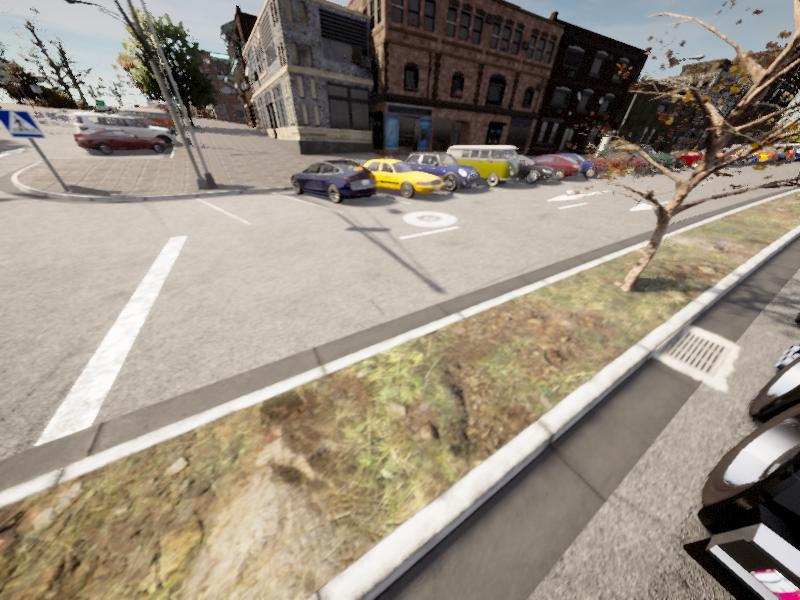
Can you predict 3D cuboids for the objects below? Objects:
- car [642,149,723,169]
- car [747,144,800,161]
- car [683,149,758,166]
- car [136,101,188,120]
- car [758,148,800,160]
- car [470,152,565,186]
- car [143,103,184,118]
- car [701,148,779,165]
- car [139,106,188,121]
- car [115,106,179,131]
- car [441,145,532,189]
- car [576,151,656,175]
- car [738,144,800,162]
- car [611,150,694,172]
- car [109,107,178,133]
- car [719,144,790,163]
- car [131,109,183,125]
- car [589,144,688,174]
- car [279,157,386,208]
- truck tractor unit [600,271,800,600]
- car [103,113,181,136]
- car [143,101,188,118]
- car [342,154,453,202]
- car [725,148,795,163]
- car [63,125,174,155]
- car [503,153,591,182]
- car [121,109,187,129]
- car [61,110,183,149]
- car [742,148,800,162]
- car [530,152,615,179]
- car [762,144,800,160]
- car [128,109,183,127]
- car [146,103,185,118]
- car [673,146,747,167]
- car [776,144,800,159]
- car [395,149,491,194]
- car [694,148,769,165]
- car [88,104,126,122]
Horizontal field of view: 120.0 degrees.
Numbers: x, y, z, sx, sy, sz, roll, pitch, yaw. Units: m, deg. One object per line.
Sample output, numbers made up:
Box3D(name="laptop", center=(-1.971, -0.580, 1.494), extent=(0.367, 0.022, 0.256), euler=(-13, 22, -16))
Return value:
Box3D(name="car", center=(29.156, -14.773, 24.098), extent=(5.008, 1.535, 2.097), euler=(29, 44, 35))
Box3D(name="car", center=(56.696, -21.840, 34.090), extent=(2.435, 2.045, 5.566), euler=(-28, 43, -34))
Box3D(name="car", center=(37.402, -16.885, 27.220), extent=(2.231, 1.521, 4.892), euler=(-29, 44, -35))
Box3D(name="car", center=(-42.024, -33.558, 40.979), extent=(2.435, 2.045, 5.566), euler=(27, 42, 24))
Box3D(name="car", center=(59.476, -22.293, 35.206), extent=(2.097, 1.535, 5.008), euler=(-28, 43, -35))
Box3D(name="car", center=(7.519, -8.730, 15.197), extent=(4.892, 1.521, 2.231), euler=(27, 42, 33))
Box3D(name="car", center=(-43.773, -35.133, 42.924), extent=(2.185, 1.767, 4.553), euler=(26, 42, 24))
Box3D(name="car", center=(42.778, -18.339, 29.361), extent=(1.946, 1.575, 5.366), euler=(-29, 43, -35))
Box3D(name="car", center=(-40.217, -31.798, 39.415), extent=(1.946, 1.575, 5.366), euler=(27, 42, 24))
Box3D(name="car", center=(-30.243, -21.820, 27.849), extent=(1.878, 1.987, 4.442), euler=(28, 43, 25))
Box3D(name="car", center=(4.944, -8.074, 13.829), extent=(4.442, 1.987, 1.878), euler=(27, 42, 33))
Box3D(name="car", center=(18.273, -11.791, 19.771), extent=(4.674, 1.452, 2.002), euler=(28, 43, 35))
Box3D(name="car", center=(51.282, -20.426, 32.047), extent=(1.878, 1.987, 4.442), euler=(-28, 43, -35))
Box3D(name="car", center=(23.698, -13.324, 21.960), extent=(5.008, 1.535, 2.097), euler=(28, 43, 35))
Box3D(name="car", center=(-28.560, -20.144, 25.969), extent=(1.878, 1.987, 4.442), euler=(28, 43, 25))
Box3D(name="car", center=(45.755, -19.081, 30.060), extent=(1.878, 1.987, 4.442), euler=(-28, 43, -35))
Box3D(name="car", center=(-35.253, -26.685, 33.722), extent=(2.002, 1.452, 4.674), euler=(27, 42, 25))
Box3D(name="car", center=(21.007, -12.777, 20.706), extent=(5.566, 2.045, 2.435), euler=(28, 43, 35))
Box3D(name="car", center=(-3.143, -5.556, 10.589), extent=(4.792, 1.488, 2.163), euler=(26, 42, 32))
Box3D(name="truck tractor unit", center=(5.125, -0.286, 0.761), extent=(6.516, 4.208, 3.053), euler=(-18, 39, -24))
Box3D(name="car", center=(-26.846, -18.346, 24.309), extent=(2.231, 1.521, 4.892), euler=(28, 42, 25))
Box3D(name="car", center=(-47.184, -38.384, 46.601), extent=(2.435, 2.045, 5.566), euler=(23, 39, 27))
Box3D(name="car", center=(-0.312, -6.241, 11.531), extent=(5.366, 1.575, 1.946), euler=(26, 42, 33))
Box3D(name="car", center=(48.412, -19.601, 31.283), extent=(2.163, 1.488, 4.792), euler=(-28, 43, -35))
Box3D(name="car", center=(-20.130, -11.630, 16.834), extent=(2.002, 1.452, 4.674), euler=(28, 42, 25))
Box3D(name="car", center=(10.198, -9.480, 16.369), extent=(4.674, 1.452, 2.002), euler=(27, 43, 34))
Box3D(name="car", center=(-31.768, -23.458, 30.069), extent=(1.946, 1.575, 5.366), euler=(28, 42, 25))
Box3D(name="car", center=(-21.772, -13.542, 18.547), extent=(2.435, 2.045, 5.566), euler=(28, 42, 25))
Box3D(name="car", center=(53.958, -20.956, 33.232), extent=(2.097, 1.535, 5.008), euler=(-28, 43, -35))
Box3D(name="car", center=(12.882, -10.263, 17.523), extent=(4.674, 1.452, 2.002), euler=(27, 42, 34))
Box3D(name="car", center=(62.212, -23.176, 36.062), extent=(2.435, 2.045, 5.566), euler=(-28, 43, -34))
Box3D(name="car", center=(-33.556, -25.014, 31.850), extent=(2.002, 1.452, 4.674), euler=(28, 42, 24))
Box3D(name="car", center=(-45.457, -36.776, 44.825), extent=(2.185, 1.767, 4.553), euler=(25, 40, 25))
Box3D(name="car", center=(34.655, -16.287, 26.110), extent=(2.185, 1.767, 4.553), euler=(-29, 44, -36))
Box3D(name="car", center=(67.777, -24.494, 38.009), extent=(2.435, 2.045, 5.566), euler=(-28, 43, -35))
Box3D(name="car", center=(2.175, -7.239, 12.780), extent=(4.553, 1.767, 2.185), euler=(26, 42, 33))
Box3D(name="car", center=(40.150, -17.587, 28.255), extent=(2.097, 1.535, 5.008), euler=(-28, 43, -35))
Box3D(name="car", center=(-40.542, -26.027, 32.115), extent=(2.128, 1.511, 4.902), euler=(-20, 45, -29))
